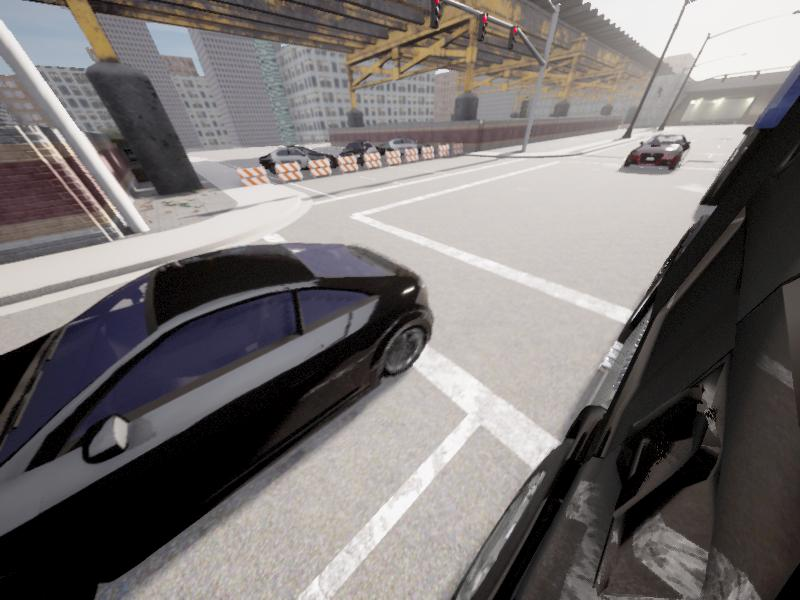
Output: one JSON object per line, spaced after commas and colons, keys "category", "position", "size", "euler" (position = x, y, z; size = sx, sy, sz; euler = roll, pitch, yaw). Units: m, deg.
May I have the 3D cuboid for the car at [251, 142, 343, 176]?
{"category": "car", "position": [-6.672, -9.440, 15.436], "size": [4.974, 1.542, 2.038], "euler": [0, 37, 4]}

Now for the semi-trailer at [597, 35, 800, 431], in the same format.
{"category": "semi-trailer", "position": [8.731, -3.583, 4.196], "size": [14.254, 4.402, 2.717], "euler": [-28, 43, -29]}

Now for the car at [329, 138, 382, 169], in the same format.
{"category": "car", "position": [-3.168, -11.339, 17.749], "size": [2.038, 1.542, 4.974], "euler": [6, 38, 12]}

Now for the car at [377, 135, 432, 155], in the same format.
{"category": "car", "position": [0.355, -14.007, 20.827], "size": [4.536, 1.218, 1.853], "euler": [-9, 37, -8]}

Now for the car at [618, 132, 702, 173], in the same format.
{"category": "car", "position": [13.621, -7.801, 12.078], "size": [4.181, 1.385, 1.994], "euler": [-28, 44, -30]}

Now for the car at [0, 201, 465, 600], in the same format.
{"category": "car", "position": [-1.625, 0.421, 2.067], "size": [4.181, 1.385, 1.994], "euler": [-28, 44, -30]}

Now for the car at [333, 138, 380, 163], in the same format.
{"category": "car", "position": [-3.162, -11.496, 17.695], "size": [1.853, 1.218, 4.536], "euler": [6, 38, 12]}

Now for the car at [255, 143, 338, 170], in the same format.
{"category": "car", "position": [-6.730, -9.566, 15.345], "size": [4.536, 1.218, 1.853], "euler": [0, 37, 4]}

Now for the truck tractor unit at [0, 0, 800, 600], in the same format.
{"category": "truck tractor unit", "position": [2.645, -0.295, 0.351], "size": [6.516, 4.208, 3.053], "euler": [-28, 44, -30]}

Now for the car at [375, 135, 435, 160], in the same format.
{"category": "car", "position": [0.412, -13.889, 20.929], "size": [4.974, 1.542, 2.038], "euler": [-9, 37, -8]}

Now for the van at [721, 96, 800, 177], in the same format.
{"category": "van", "position": [17.352, -7.553, 10.518], "size": [5.915, 2.561, 1.988], "euler": [-28, 44, -30]}
